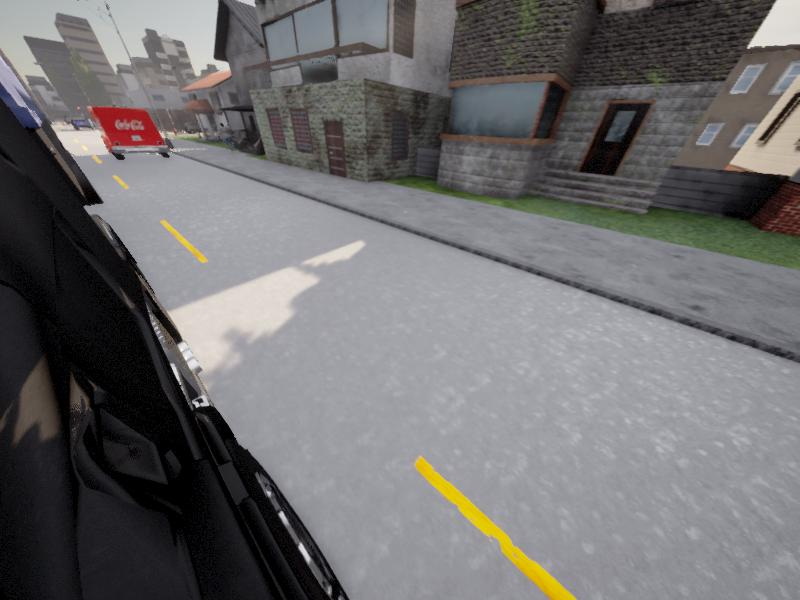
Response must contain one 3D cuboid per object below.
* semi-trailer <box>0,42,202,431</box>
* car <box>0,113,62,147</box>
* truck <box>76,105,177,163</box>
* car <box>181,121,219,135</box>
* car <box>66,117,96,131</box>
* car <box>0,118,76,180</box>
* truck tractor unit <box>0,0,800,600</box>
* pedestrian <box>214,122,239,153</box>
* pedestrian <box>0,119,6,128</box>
[{"bbox_3d":[-8.697,-3.606,4.227,14.254,4.402,2.717,28,44,30],"label":"semi-trailer"},{"bbox_3d":[-28.145,-12.980,17.617,3.866,1.878,1.905,28,43,30],"label":"car"},{"bbox_3d":[-16.871,-10.311,14.291,5.204,2.467,2.627,28,44,30],"label":"truck"},{"bbox_3d":[-31.956,-27.468,36.986,1.851,1.617,3.988,28,44,30],"label":"car"},{"bbox_3d":[-48.712,-26.945,35.265,4.514,1.525,2.007,28,44,30],"label":"car"},{"bbox_3d":[-16.154,-6.604,9.879,4.605,1.855,1.932,28,44,31],"label":"car"},{"bbox_3d":[-2.645,-0.295,0.351,6.516,4.208,3.053,28,44,30],"label":"truck tractor unit"},{"bbox_3d":[-13.112,-12.300,17.492,0.751,1.860,0.751,31,45,32],"label":"pedestrian"},{"bbox_3d":[-52.828,-23.621,30.058,0.751,1.860,0.751,29,44,31],"label":"pedestrian"}]
